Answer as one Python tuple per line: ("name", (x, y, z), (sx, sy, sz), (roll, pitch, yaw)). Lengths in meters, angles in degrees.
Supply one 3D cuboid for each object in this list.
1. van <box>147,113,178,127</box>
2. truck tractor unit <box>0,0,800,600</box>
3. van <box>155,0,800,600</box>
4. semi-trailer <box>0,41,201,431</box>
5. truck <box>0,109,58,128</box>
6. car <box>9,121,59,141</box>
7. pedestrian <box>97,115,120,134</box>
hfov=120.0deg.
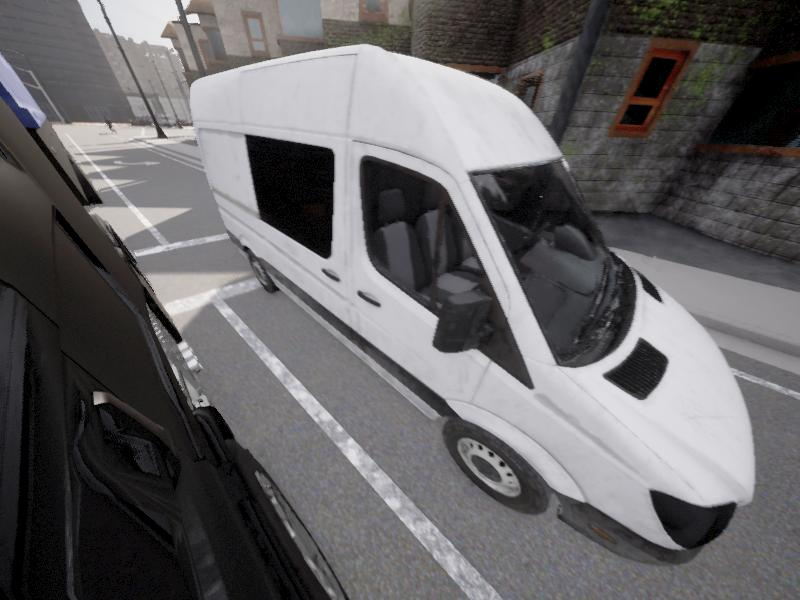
("van", (-60.711, -46.142, 59.276), (1.988, 2.561, 5.915), (-1, 37, -5))
("truck tractor unit", (-2.645, -0.295, 0.352), (6.516, 4.208, 3.053), (28, 44, 30))
("van", (-0.162, -0.824, 2.627), (5.915, 2.561, 1.988), (30, 45, 31))
("semi-trailer", (-8.693, -3.608, 4.233), (14.254, 4.402, 2.717), (28, 44, 30))
("truck", (-55.482, -26.503, 33.782), (2.390, 2.098, 6.274), (-5, 37, -10))
("car", (-33.543, -15.599, 21.268), (4.718, 1.301, 1.895), (28, 44, 30))
("pedestrian", (-36.755, -22.090, 29.176), (0.751, 1.860, 0.751), (-1, 37, -5))
